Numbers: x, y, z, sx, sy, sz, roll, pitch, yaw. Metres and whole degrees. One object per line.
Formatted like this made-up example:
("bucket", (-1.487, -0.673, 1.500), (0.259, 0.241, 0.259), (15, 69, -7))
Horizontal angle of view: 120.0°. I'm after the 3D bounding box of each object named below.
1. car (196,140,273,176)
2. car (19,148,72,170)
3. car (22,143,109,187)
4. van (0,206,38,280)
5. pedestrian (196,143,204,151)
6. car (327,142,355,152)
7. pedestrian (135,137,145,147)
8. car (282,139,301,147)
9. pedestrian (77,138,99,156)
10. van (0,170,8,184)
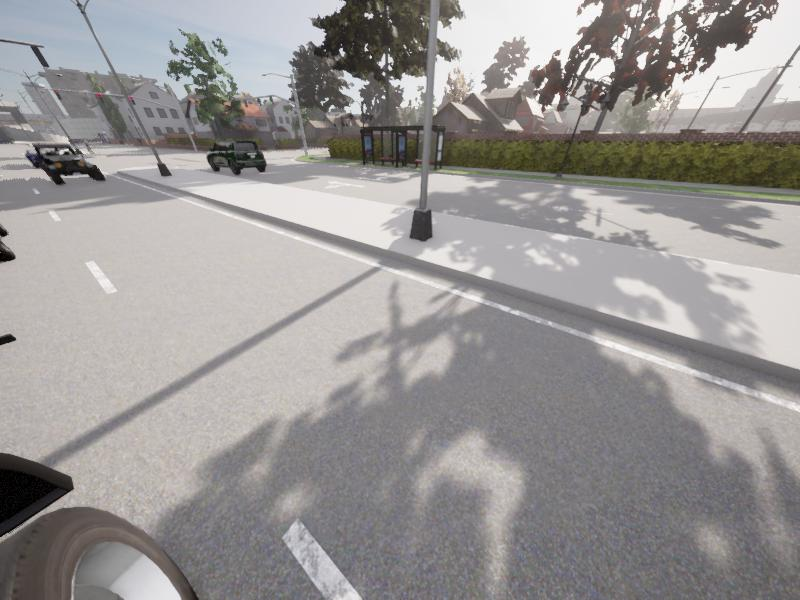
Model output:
("car", (-12.457, -10.817, 17.407), (5.566, 2.045, 2.150), (22, 41, 28))
("car", (-30.868, -12.352, 20.109), (4.718, 1.301, 1.895), (22, 41, 28))
("car", (-19.383, -7.940, 13.408), (3.866, 1.878, 1.905), (22, 41, 28))
("van", (-10.021, -1.759, 4.536), (4.480, 2.038, 2.069), (24, 42, 26))
("pedestrian", (-34.399, -26.314, 39.767), (0.500, 1.100, 0.500), (20, 40, 26))
("car", (-10.922, -28.593, 43.143), (2.163, 1.488, 4.792), (22, 41, 28))
("pedestrian", (-62.359, -37.951, 55.433), (0.751, 1.860, 0.751), (23, 41, 28))
("car", (-25.704, -37.250, 54.739), (3.806, 1.475, 1.970), (22, 41, 28))
("pedestrian", (-38.401, -18.830, 28.455), (0.751, 1.860, 0.751), (25, 42, 31))
("van", (-24.651, -7.674, 12.876), (4.480, 2.038, 2.069), (21, 40, 28))
